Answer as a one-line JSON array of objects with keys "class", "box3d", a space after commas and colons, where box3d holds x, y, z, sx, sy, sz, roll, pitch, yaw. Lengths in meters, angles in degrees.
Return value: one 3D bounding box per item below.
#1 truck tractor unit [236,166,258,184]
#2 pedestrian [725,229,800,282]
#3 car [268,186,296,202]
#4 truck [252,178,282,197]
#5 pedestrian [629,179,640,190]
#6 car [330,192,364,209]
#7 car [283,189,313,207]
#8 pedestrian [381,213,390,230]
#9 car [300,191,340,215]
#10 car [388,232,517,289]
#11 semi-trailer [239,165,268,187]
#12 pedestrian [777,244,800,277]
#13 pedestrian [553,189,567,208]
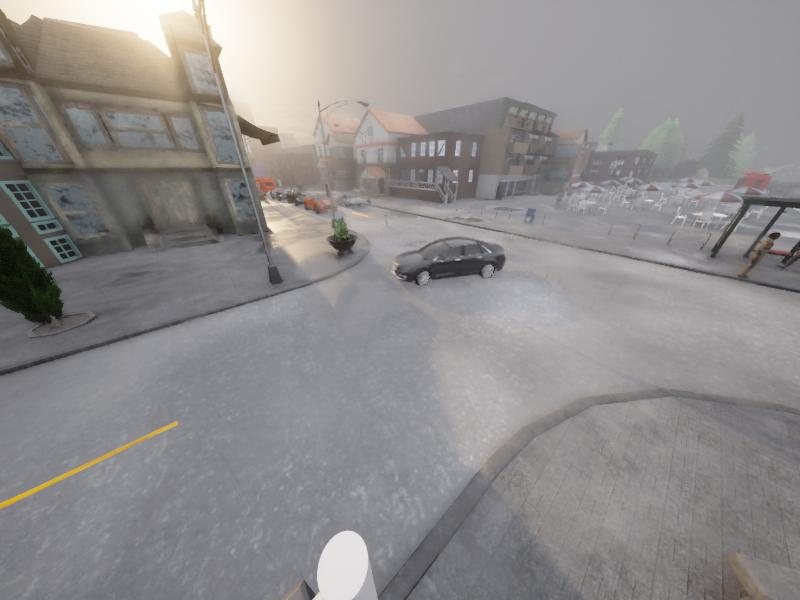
[{"class": "truck tractor unit", "box3d": [-42.716, -34.839, 64.372, 3.053, 4.208, 6.516, -23, 37, -34]}, {"class": "pedestrian", "box3d": [14.234, -1.756, 9.138, 0.751, 1.860, 0.751, -12, 32, -19]}, {"class": "car", "box3d": [-17.014, -15.267, 33.125, 2.038, 1.542, 4.974, -23, 37, -34]}, {"class": "truck", "box3d": [-21.968, -18.629, 38.003, 2.627, 2.467, 5.204, -23, 37, -34]}, {"class": "pedestrian", "box3d": [46.747, -23.014, 46.004, 0.751, 1.860, 0.751, -12, 32, -19]}, {"class": "car", "box3d": [-6.386, -11.947, 27.609, 1.895, 1.301, 4.718, -23, 37, -34]}, {"class": "car", "box3d": [-12.676, -12.715, 28.629, 1.851, 1.617, 3.988, -23, 37, -34]}, {"class": "pedestrian", "box3d": [-1.070, -5.840, 17.179, 0.500, 1.100, 0.500, -22, 37, -33]}, {"class": "car", "box3d": [-8.443, -10.278, 24.220, 2.097, 1.767, 4.553, -23, 37, -34]}, {"class": "car", "box3d": [2.080, -1.798, 9.833, 4.892, 1.490, 1.837, -7, 29, -13]}, {"class": "semi-trailer", "box3d": [-37.622, -31.910, 59.058, 2.717, 4.402, 14.254, -23, 37, -34]}, {"class": "pedestrian", "box3d": [16.939, -1.962, 9.494, 0.751, 1.860, 0.751, -17, 34, -27]}, {"class": "pedestrian", "box3d": [17.647, -11.206, 25.554, 0.751, 1.860, 0.751, 15, 33, 24]}]
